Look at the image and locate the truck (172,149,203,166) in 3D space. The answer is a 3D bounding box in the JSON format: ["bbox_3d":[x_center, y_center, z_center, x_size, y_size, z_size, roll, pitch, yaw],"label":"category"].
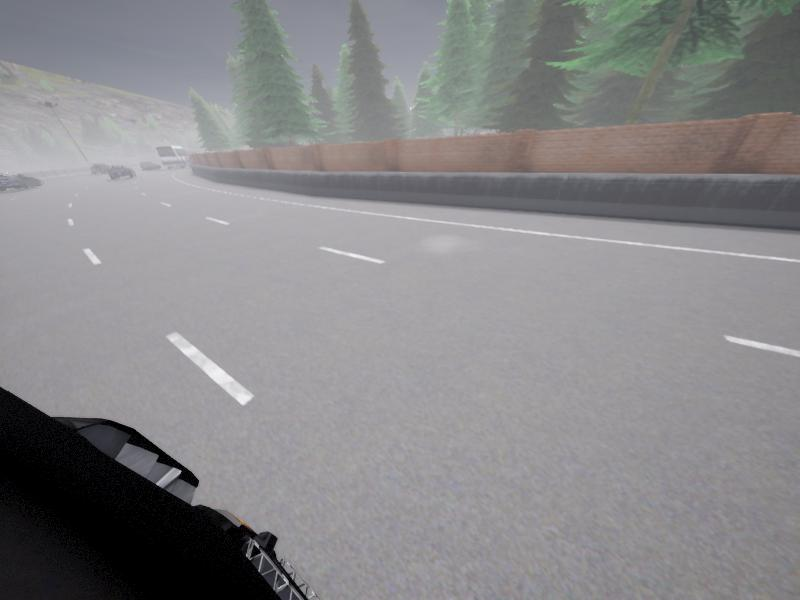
[{"bbox_3d":[-63.167,-42.673,69.049,2.891,3.827,8.468,-12,35,-13],"label":"truck"}]

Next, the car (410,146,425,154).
[{"bbox_3d":[4.757,-41.280,63.544,2.097,1.767,4.553,-19,37,-22],"label":"car"}]

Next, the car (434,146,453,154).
[{"bbox_3d":[10.510,-36.609,56.434,1.812,1.442,4.674,-24,39,-28],"label":"car"}]

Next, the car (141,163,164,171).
[{"bbox_3d":[-51.688,-27.902,48.378,1.895,1.301,4.718,-19,37,-22],"label":"car"}]

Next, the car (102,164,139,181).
[{"bbox_3d":[-38.083,-17.575,31.626,2.152,1.651,5.027,-26,40,-30],"label":"car"}]

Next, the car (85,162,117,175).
[{"bbox_3d":[-56.783,-25.065,44.018,1.932,1.855,4.605,-20,37,-24],"label":"car"}]

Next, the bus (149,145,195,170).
[{"bbox_3d":[-51.048,-32.351,52.317,3.944,4.253,10.273,-18,36,-21],"label":"bus"}]

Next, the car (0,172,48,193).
[{"bbox_3d":[-40.186,-12.403,24.267,2.033,1.411,5.357,-26,40,-30],"label":"car"}]

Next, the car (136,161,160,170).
[{"bbox_3d":[-59.518,-31.881,54.615,2.033,1.649,4.856,-16,36,-19],"label":"car"}]
